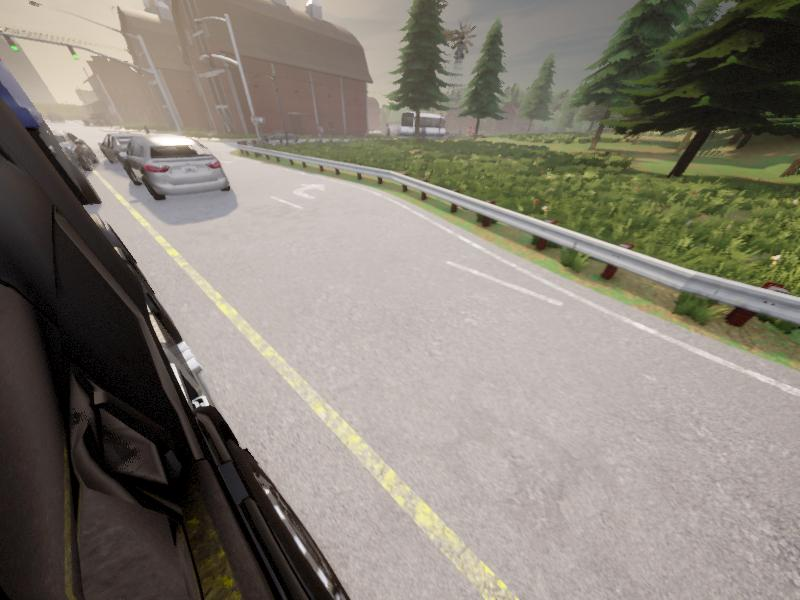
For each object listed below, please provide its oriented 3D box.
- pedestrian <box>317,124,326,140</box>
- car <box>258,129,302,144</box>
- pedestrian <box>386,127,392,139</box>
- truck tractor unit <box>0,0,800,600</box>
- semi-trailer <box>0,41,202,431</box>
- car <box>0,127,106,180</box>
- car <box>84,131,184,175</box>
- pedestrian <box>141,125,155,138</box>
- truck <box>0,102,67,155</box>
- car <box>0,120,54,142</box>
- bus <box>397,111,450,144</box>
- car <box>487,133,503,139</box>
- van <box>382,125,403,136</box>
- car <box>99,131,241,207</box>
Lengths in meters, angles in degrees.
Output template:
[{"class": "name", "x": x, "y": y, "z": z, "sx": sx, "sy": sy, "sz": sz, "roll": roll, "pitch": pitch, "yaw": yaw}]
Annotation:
[{"class": "pedestrian", "x": -12.033, "y": -25.924, "z": 35.641, "sx": 0.751, "sy": 1.860, "sz": 0.751, "roll": 28, "pitch": 44, "yaw": 30}, {"class": "car", "x": -14.594, "y": -20.042, "z": 28.348, "sx": 1.994, "sy": 1.385, "sz": 4.181, "roll": 28, "pitch": 44, "yaw": 30}, {"class": "pedestrian", "x": -2.160, "y": -32.356, "z": 44.827, "sx": 0.751, "sy": 1.860, "sz": 0.751, "roll": 27, "pitch": 43, "yaw": 28}, {"class": "truck tractor unit", "x": -2.645, "y": -0.295, "z": 0.351, "sx": 6.516, "sy": 4.208, "sz": 3.053, "roll": 28, "pitch": 44, "yaw": 30}, {"class": "semi-trailer", "x": -8.715, "y": -3.595, "z": 4.211, "sx": 14.254, "sy": 4.402, "sz": 2.717, "roll": 28, "pitch": 44, "yaw": 30}, {"class": "car", "x": -15.625, "y": -6.799, "z": 10.472, "sx": 2.128, "sy": 1.511, "sz": 4.902, "roll": -27, "pitch": 46, "yaw": -33}, {"class": "car", "x": -13.789, "y": -7.740, "z": 11.939, "sx": 5.357, "sy": 1.411, "sz": 2.033, "roll": 25, "pitch": 42, "yaw": 27}, {"class": "pedestrian", "x": -28.086, "y": -18.826, "z": 25.771, "sx": 0.500, "sy": 1.100, "sz": 0.500, "roll": 2, "pitch": 37, "yaw": -1}, {"class": "truck", "x": -24.536, "y": -11.016, "z": 14.763, "sx": 5.204, "sy": 2.467, "sz": 2.627, "roll": 28, "pitch": 44, "yaw": 29}, {"class": "car", "x": -32.427, "y": -14.684, "z": 20.050, "sx": 4.181, "sy": 1.385, "sz": 1.994, "roll": 26, "pitch": 43, "yaw": 28}, {"class": "bus", "x": 4.336, "y": -30.842, "z": 41.517, "sx": 3.944, "sy": 4.253, "sz": 10.273, "roll": 28, "pitch": 44, "yaw": 30}, {"class": "car", "x": 35.568, "y": -61.269, "z": 86.270, "sx": 5.008, "sy": 1.535, "sz": 1.882, "roll": 28, "pitch": 44, "yaw": 30}, {"class": "van", "x": -2.400, "y": -50.964, "z": 69.431, "sx": 6.366, "sy": 2.431, "sz": 2.351, "roll": 27, "pitch": 43, "yaw": 29}, {"class": "car", "x": -8.212, "y": -4.898, "z": 8.268, "sx": 4.611, "sy": 1.667, "sz": 2.242, "roll": 27, "pitch": 43, "yaw": 29}]
